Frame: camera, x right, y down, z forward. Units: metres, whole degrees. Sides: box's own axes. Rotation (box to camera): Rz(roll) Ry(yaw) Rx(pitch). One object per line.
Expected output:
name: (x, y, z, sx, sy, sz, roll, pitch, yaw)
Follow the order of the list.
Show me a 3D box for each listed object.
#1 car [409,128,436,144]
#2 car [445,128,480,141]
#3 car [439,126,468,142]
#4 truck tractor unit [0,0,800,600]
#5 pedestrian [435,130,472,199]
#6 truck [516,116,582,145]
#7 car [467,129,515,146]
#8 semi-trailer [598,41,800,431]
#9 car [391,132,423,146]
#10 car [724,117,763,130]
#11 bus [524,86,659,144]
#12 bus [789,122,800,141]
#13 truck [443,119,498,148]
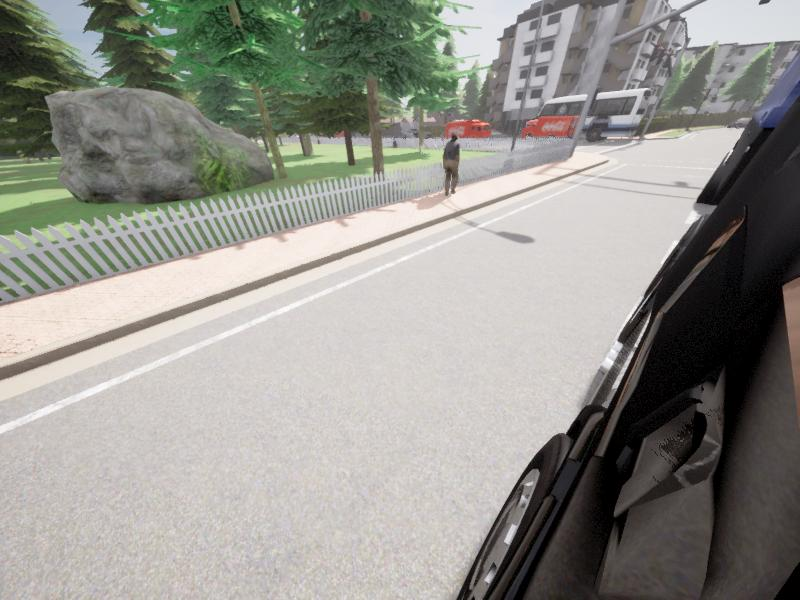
car: (3.396, -25.422, 35.779, 1.905, 1.878, 3.866, -27, 43, -29)
car: (10.163, -27.152, 37.927, 1.801, 1.575, 5.366, -27, 43, -29)
car: (8.097, -25.406, 35.460, 1.905, 1.878, 3.866, -27, 43, -29)
truck tractor unit: (2.645, -0.295, 0.352, 6.516, 4.208, 3.053, -28, 44, -30)
pedestrian: (1.721, -4.435, 7.609, 0.751, 1.860, 0.751, 21, 43, 28)
truck: (16.793, -19.380, 26.410, 2.627, 2.467, 5.204, -27, 44, -29)
car: (10.952, -19.855, 28.195, 2.128, 1.511, 4.902, -27, 43, -29)
semi-trailer: (8.681, -3.618, 4.243, 14.254, 4.402, 2.717, -28, 44, -30)
car: (0.964, -23.664, 33.914, 1.837, 1.490, 4.892, -27, 43, -29)
car: (52.212, -26.876, 35.114, 4.181, 1.385, 1.994, -18, 39, -19)
bus: (20.664, -20.534, 26.208, 3.944, 4.253, 10.273, -27, 43, -29)
bus: (36.501, -15.182, 18.078, 10.273, 4.253, 3.944, -29, 44, -31)
truck: (7.873, -19.076, 26.561, 2.627, 2.467, 5.204, -27, 43, -29)
